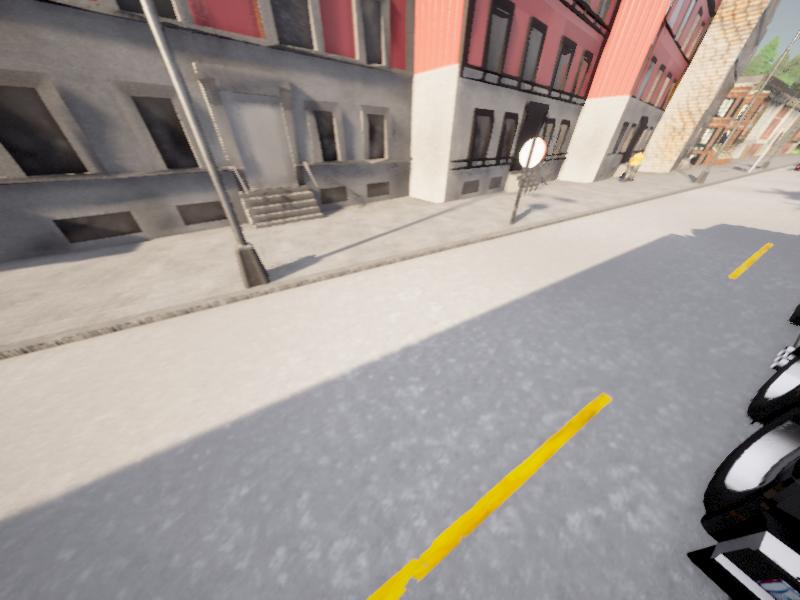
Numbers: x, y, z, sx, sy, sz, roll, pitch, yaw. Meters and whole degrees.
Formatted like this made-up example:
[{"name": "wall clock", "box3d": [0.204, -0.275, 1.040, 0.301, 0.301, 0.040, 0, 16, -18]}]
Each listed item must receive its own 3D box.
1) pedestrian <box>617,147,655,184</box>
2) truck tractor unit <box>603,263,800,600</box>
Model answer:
[{"name": "pedestrian", "box3d": [14.417, -8.254, 14.177, 0.751, 1.860, 0.751, -17, 38, -23]}, {"name": "truck tractor unit", "box3d": [5.111, -0.299, 0.798, 6.516, 4.208, 3.053, -18, 39, -24]}]
